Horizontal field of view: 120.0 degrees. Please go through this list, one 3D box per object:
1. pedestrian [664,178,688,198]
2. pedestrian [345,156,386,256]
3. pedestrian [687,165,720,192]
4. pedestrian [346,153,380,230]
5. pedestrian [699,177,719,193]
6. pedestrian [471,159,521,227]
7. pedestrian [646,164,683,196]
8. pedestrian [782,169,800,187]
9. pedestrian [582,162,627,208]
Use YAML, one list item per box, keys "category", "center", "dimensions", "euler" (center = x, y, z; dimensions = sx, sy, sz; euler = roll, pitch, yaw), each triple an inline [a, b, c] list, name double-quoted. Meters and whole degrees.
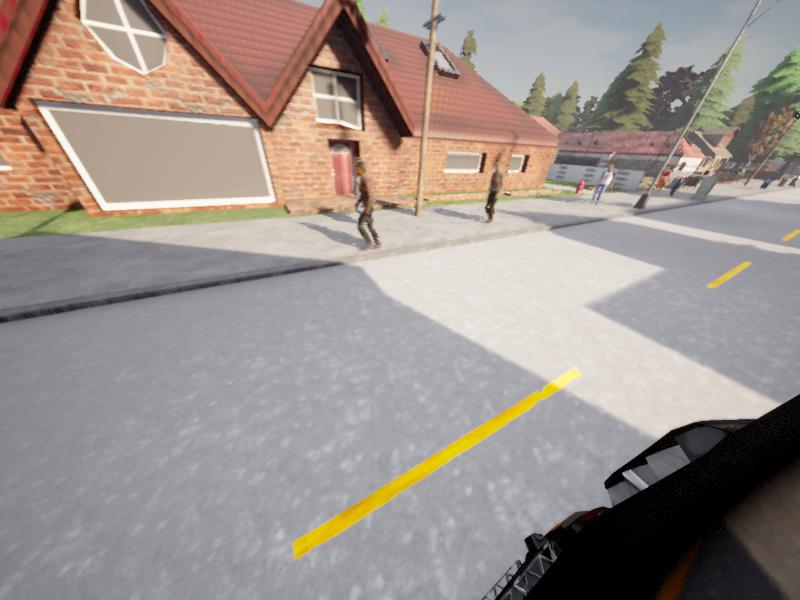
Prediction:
- category: "pedestrian"
  center: [18.451, -7.487, 15.465]
  dimensions: [0.500, 1.100, 0.500]
  euler: [-17, 38, -27]
- category: "pedestrian"
  center: [-0.725, -1.981, 4.985]
  dimensions: [0.751, 1.860, 0.751]
  euler: [-4, 34, -10]
- category: "pedestrian"
  center: [25.510, -10.208, 19.428]
  dimensions: [0.751, 1.860, 0.751]
  euler: [-13, 36, -22]
- category: "pedestrian"
  center: [-1.029, -3.074, 6.613]
  dimensions: [0.751, 1.860, 0.751]
  euler: [-8, 35, -16]
- category: "pedestrian"
  center: [25.244, -9.398, 18.874]
  dimensions: [0.500, 1.100, 0.500]
  euler: [-23, 41, -33]
- category: "pedestrian"
  center: [3.036, -3.434, 7.469]
  dimensions: [0.751, 1.860, 0.751]
  euler: [-15, 38, -25]
- category: "pedestrian"
  center: [18.086, -8.215, 15.847]
  dimensions: [0.751, 1.860, 0.751]
  euler: [-15, 38, -25]
- category: "pedestrian"
  center: [50.184, -15.446, 29.237]
  dimensions: [0.751, 1.860, 0.751]
  euler: [7, 34, 6]
- category: "pedestrian"
  center: [9.836, -5.545, 11.180]
  dimensions: [0.751, 1.860, 0.751]
  euler: [-14, 37, -24]
